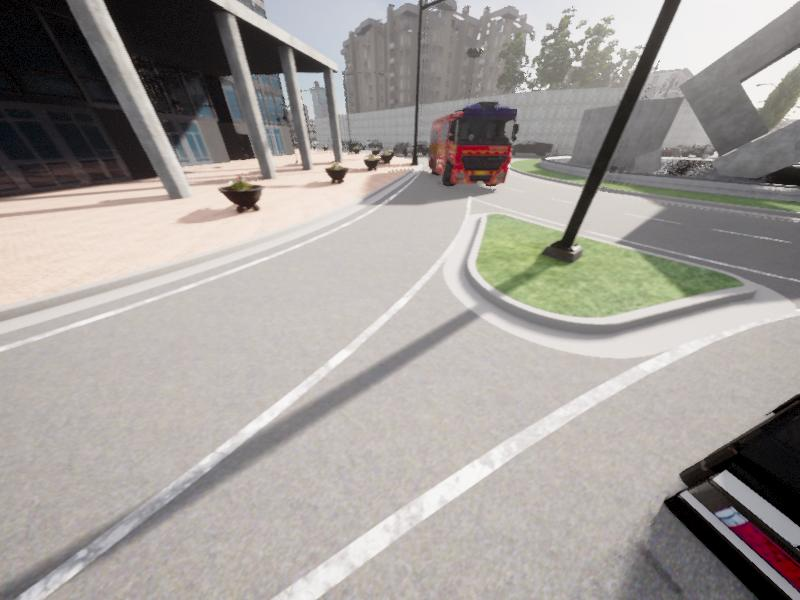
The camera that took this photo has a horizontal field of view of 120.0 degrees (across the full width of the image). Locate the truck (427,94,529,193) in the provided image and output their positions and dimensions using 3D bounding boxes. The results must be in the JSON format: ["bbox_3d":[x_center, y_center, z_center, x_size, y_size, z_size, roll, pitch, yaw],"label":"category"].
[{"bbox_3d":[3.850,-9.571,14.328,2.891,3.827,8.468,-1,35,-2],"label":"truck"}]

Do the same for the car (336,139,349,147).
[{"bbox_3d":[-17.604,-48.061,70.726,2.097,1.767,4.553,-23,41,-30],"label":"car"}]

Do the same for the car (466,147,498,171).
[{"bbox_3d":[7.641,-13.586,22.057,1.801,1.575,5.366,5,35,6],"label":"car"}]

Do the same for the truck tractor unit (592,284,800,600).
[{"bbox_3d":[5.249,-0.131,0.538,6.516,4.208,3.053,-12,37,-16],"label":"truck tractor unit"}]

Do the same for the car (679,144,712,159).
[{"bbox_3d":[45.575,-22.972,35.624,3.866,1.878,1.905,-20,40,-27],"label":"car"}]

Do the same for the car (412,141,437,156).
[{"bbox_3d":[3.883,-24.140,36.787,1.905,1.878,3.866,-19,40,-25],"label":"car"}]

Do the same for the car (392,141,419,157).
[{"bbox_3d":[0.809,-23.225,35.458,1.932,1.855,4.605,-19,39,-25],"label":"car"}]
